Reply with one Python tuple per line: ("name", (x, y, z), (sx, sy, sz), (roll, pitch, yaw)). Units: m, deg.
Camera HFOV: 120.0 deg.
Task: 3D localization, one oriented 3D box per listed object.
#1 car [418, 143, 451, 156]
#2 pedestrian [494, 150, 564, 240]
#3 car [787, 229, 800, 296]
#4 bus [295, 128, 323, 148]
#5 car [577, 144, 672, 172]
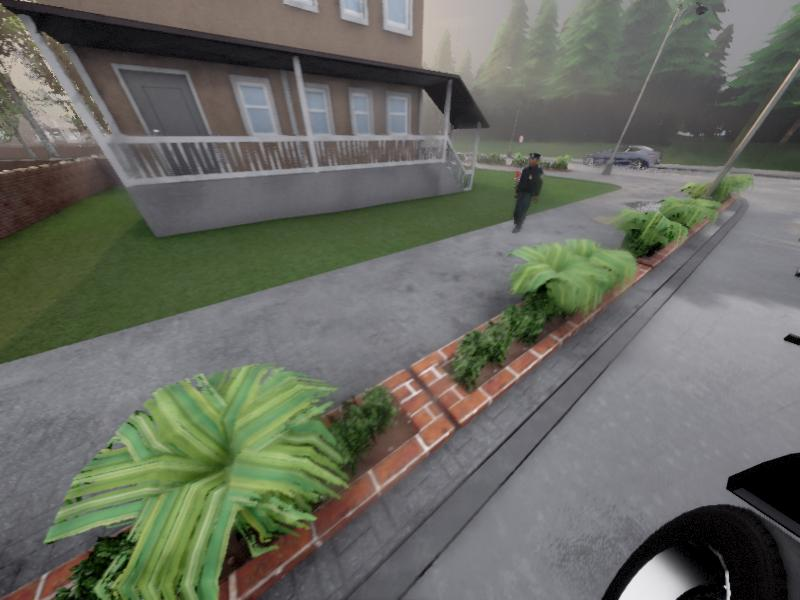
("car", (5.159, -22.908, 35.008), (2.038, 1.542, 4.974), (-22, 40, -27))
("pedestrian", (3.100, -2.583, 5.706), (0.751, 1.860, 0.751), (-21, 40, -26))
("car", (9.425, -1.205, 4.104), (5.238, 1.638, 1.930), (-22, 40, -28))
("bus", (-26.176, -46.354, 66.179), (3.944, 4.253, 10.273), (-22, 40, -27))
("car", (18.319, -11.891, 19.189), (2.152, 1.651, 5.027), (-20, 40, -26))
